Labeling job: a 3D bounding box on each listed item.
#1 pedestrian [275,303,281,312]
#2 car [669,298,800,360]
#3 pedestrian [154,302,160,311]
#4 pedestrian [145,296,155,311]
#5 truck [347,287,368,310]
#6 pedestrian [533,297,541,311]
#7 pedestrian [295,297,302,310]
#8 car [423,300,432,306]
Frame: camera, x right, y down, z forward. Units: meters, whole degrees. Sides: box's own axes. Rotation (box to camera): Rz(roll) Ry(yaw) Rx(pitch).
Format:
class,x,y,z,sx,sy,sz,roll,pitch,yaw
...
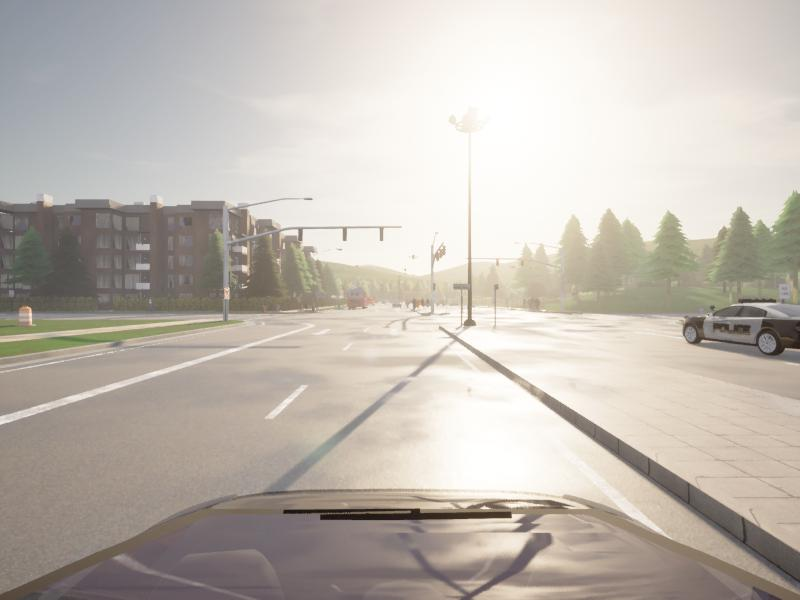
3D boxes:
class,x,y,z,sx,sy,sz,roll,pitch,yaw
pedestrian,-13.908,0.865,45.724,0.500,1.100,0.500,0,0,5
car,11.476,0.771,13.033,1.930,1.638,5.238,0,0,0
pedestrian,-30.845,0.865,50.712,0.500,1.100,0.500,0,0,25
pedestrian,-31.275,0.485,50.140,0.751,1.860,0.751,0,0,15
truck,-7.430,-0.325,70.808,2.891,3.827,8.468,0,0,-1
pedestrian,18.146,0.473,52.826,0.751,1.860,0.751,0,0,43
pedestrian,-13.824,0.485,54.529,0.751,1.860,0.751,0,0,0
car,7.006,0.720,103.468,1.930,1.638,5.238,0,0,-2
